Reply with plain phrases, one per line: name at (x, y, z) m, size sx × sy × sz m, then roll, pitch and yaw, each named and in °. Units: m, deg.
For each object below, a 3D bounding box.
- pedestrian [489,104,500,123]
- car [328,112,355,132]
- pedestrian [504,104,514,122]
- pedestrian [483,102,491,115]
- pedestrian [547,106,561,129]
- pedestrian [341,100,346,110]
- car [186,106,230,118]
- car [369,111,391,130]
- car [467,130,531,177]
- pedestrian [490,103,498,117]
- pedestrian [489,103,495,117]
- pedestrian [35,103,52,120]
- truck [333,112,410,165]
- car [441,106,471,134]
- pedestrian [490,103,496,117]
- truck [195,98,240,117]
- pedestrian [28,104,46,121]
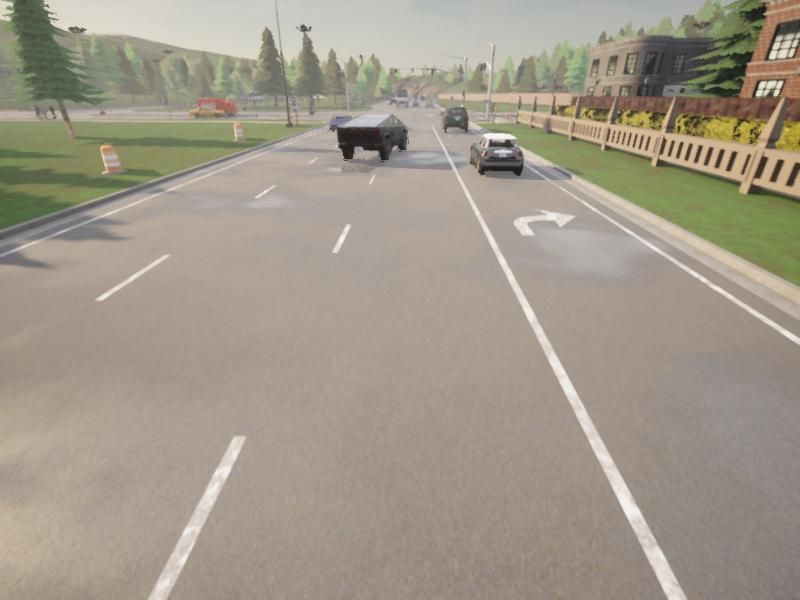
pedestrian at (10.571, -20.949, 44.902) m, size 0.751 × 1.860 × 0.751 m, roll -4°, pitch 28°, yaw -8°
car at (-5.483, -16.895, 37.843) m, size 1.816 × 1.474 × 4.193 m, roll 1°, pitch 27°, yaw 2°
pedestrian at (12.292, -21.086, 45.166) m, size 0.751 × 1.860 × 0.751 m, roll -2°, pitch 27°, yaw -3°
pedestrian at (14.081, -30.969, 64.735) m, size 0.751 × 1.860 × 0.751 m, roll -10°, pitch 29°, yaw -19°
pedestrian at (14.094, -16.703, 36.646) m, size 0.751 × 1.860 × 0.751 m, roll -1°, pitch 27°, yaw -2°
pedestrian at (-11.310, -39.051, 80.104) m, size 0.751 × 1.860 × 0.751 m, roll 2°, pitch 27°, yaw 4°
car at (-27.781, -27.289, 57.990) m, size 5.366 × 1.575 × 1.801 m, roll 1°, pitch 27°, yaw 2°
car at (-1.912, -17.758, 39.551) m, size 1.812 × 1.442 × 4.674 m, roll 1°, pitch 27°, yaw 2°
car at (4.231, -6.606, 17.835) m, size 1.970 × 1.475 × 3.806 m, roll 1°, pitch 27°, yaw 2°
pedestrian at (13.623, -27.508, 57.980) m, size 0.751 × 1.860 × 0.751 m, roll 3°, pitch 27°, yaw 6°
pedestrian at (13.625, -28.216, 59.356) m, size 0.751 × 1.860 × 0.751 m, roll 4°, pitch 28°, yaw 8°
pedestrian at (-43.896, -23.184, 49.293) m, size 0.751 × 1.860 × 0.751 m, roll 3°, pitch 27°, yaw 6°
truck at (-1.271, -8.873, 21.566) m, size 2.390 × 2.098 × 6.274 m, roll 6°, pitch 28°, yaw 11°
car at (4.972, -16.481, 36.401) m, size 2.150 × 2.045 × 5.566 m, roll 1°, pitch 27°, yaw 2°
pedestrian at (13.979, -28.625, 60.173) m, size 0.751 × 1.860 × 0.751 m, roll 4°, pitch 27°, yaw 7°
truck at (-27.640, -29.302, 60.886) m, size 5.204 × 2.467 × 2.627 m, roll 1°, pitch 27°, yaw 2°
pedestrian at (-44.040, -22.815, 48.576) m, size 0.751 × 1.860 × 0.751 m, roll 3°, pitch 27°, yaw 5°
